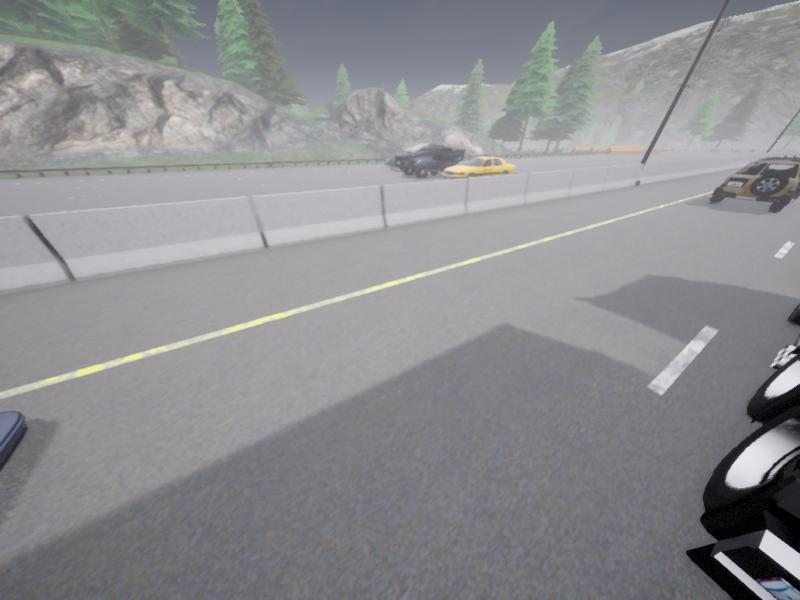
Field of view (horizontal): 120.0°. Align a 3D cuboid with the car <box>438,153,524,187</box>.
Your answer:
[{"bbox_3d":[5.196,-8.464,14.874,5.366,1.575,1.801,-18,39,-24],"label":"car"}]

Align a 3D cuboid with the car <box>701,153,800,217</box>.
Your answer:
[{"bbox_3d":[15.625,-5.046,9.809,4.605,1.855,1.932,-18,39,-24],"label":"car"}]

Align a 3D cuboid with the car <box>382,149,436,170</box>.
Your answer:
[{"bbox_3d":[0.903,-13.962,22.798,4.902,1.511,2.128,-18,39,-24],"label":"car"}]

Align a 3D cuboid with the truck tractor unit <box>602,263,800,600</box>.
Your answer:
[{"bbox_3d":[5.116,-0.293,0.790,6.516,4.208,3.053,-18,39,-24],"label":"truck tractor unit"}]

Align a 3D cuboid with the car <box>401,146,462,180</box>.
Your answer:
[{"bbox_3d":[2.240,-9.939,16.692,3.866,1.878,1.905,-18,39,-24],"label":"car"}]

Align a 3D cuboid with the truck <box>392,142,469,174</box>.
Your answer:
[{"bbox_3d":[2.624,-12.456,20.135,6.274,2.098,2.390,-18,39,-24],"label":"truck"}]
